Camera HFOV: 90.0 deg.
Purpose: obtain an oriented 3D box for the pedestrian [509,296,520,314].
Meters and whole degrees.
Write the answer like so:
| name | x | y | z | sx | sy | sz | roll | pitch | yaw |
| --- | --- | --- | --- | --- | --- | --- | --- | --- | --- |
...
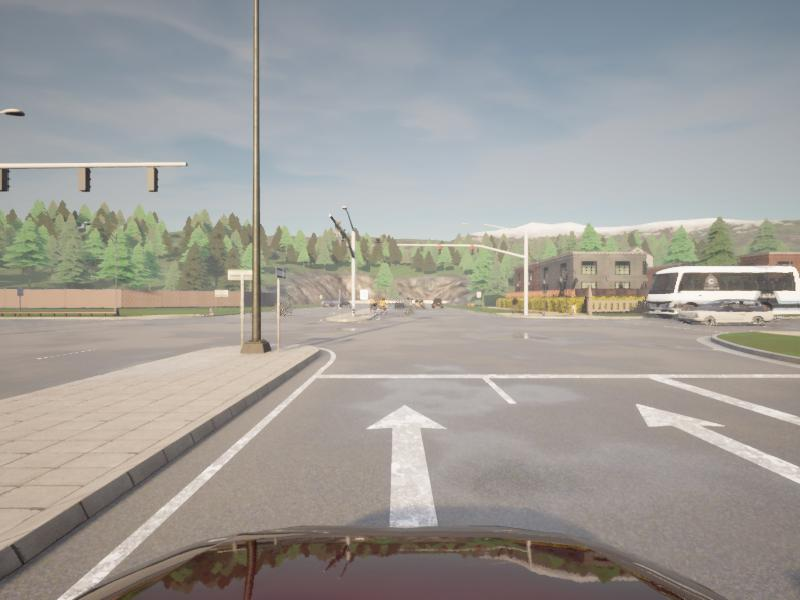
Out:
| name | x | y | z | sx | sy | sz | roll | pitch | yaw |
| --- | --- | --- | --- | --- | --- | --- | --- | --- | --- |
| pedestrian | 11.568 | 0.485 | 40.367 | 0.751 | 1.860 | 0.751 | 0 | 0 | -27 |

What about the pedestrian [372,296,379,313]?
| name | x | y | z | sx | sy | sz | roll | pitch | yaw |
| --- | --- | --- | --- | --- | --- | --- | --- | --- | --- |
| pedestrian | -2.777 | 0.485 | 45.047 | 0.751 | 1.860 | 0.751 | 0 | 0 | -9 |

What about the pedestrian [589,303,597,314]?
| name | x | y | z | sx | sy | sz | roll | pitch | yaw |
| --- | --- | --- | --- | --- | --- | --- | --- | --- | --- |
| pedestrian | 19.590 | 0.865 | 40.583 | 0.500 | 1.100 | 0.500 | 0 | 0 | -6 |

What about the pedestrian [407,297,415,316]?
| name | x | y | z | sx | sy | sz | roll | pitch | yaw |
| --- | --- | --- | --- | --- | --- | --- | --- | --- | --- |
| pedestrian | 1.090 | 0.652 | 39.696 | 0.751 | 1.860 | 0.751 | 0 | 0 | 0 |

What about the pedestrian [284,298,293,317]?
| name | x | y | z | sx | sy | sz | roll | pitch | yaw |
| --- | --- | --- | --- | --- | --- | --- | --- | --- | --- |
| pedestrian | -10.922 | 0.701 | 39.187 | 0.751 | 1.860 | 0.751 | 0 | 0 | -2 |

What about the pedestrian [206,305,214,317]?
| name | x | y | z | sx | sy | sz | roll | pitch | yaw |
| --- | --- | --- | --- | --- | --- | --- | --- | --- | --- |
| pedestrian | -17.286 | 1.024 | 36.472 | 0.500 | 1.100 | 0.500 | 0 | 0 | -5 |

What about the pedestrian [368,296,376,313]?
| name | x | y | z | sx | sy | sz | roll | pitch | yaw |
| --- | --- | --- | --- | --- | --- | --- | --- | --- | --- |
| pedestrian | -3.059 | 0.485 | 43.142 | 0.751 | 1.860 | 0.751 | 0 | 0 | -13 |

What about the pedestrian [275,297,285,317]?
| name | x | y | z | sx | sy | sz | roll | pitch | yaw |
| --- | --- | --- | --- | --- | --- | --- | --- | --- | --- |
| pedestrian | -11.101 | 0.637 | 37.050 | 0.751 | 1.860 | 0.751 | 0 | 0 | 1 |

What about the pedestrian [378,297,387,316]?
| name | x | y | z | sx | sy | sz | roll | pitch | yaw |
| --- | --- | --- | --- | --- | --- | --- | --- | --- | --- |
| pedestrian | -1.741 | 0.646 | 39.667 | 0.751 | 1.860 | 0.751 | 0 | 0 | 13 |

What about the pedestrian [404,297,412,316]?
| name | x | y | z | sx | sy | sz | roll | pitch | yaw |
| --- | --- | --- | --- | --- | --- | --- | --- | --- | --- |
| pedestrian | 0.780 | 0.637 | 38.957 | 0.751 | 1.860 | 0.751 | 0 | 0 | 3 |

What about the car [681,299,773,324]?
| name | x | y | z | sx | sy | sz | roll | pitch | yaw |
| --- | --- | --- | --- | --- | --- | --- | --- | --- | --- |
| car | 22.903 | 0.757 | 28.176 | 4.611 | 1.667 | 2.242 | 0 | 0 | -1 |

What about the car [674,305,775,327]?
| name | x | y | z | sx | sy | sz | roll | pitch | yaw |
| --- | --- | --- | --- | --- | --- | --- | --- | --- | --- |
| car | 19.874 | 0.944 | 24.639 | 4.718 | 1.301 | 1.895 | 0 | 0 | -1 |

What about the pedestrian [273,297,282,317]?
| name | x | y | z | sx | sy | sz | roll | pitch | yaw |
| --- | --- | --- | --- | --- | --- | --- | --- | --- | --- |
| pedestrian | -11.595 | 0.637 | 37.992 | 0.751 | 1.860 | 0.751 | 0 | 0 | -12 |

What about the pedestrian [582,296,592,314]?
| name | x | y | z | sx | sy | sz | roll | pitch | yaw |
| --- | --- | --- | --- | --- | --- | --- | --- | --- | --- |
| pedestrian | 19.566 | 0.485 | 41.905 | 0.751 | 1.860 | 0.751 | 0 | 0 | 3 |

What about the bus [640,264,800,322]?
| name | x | y | z | sx | sy | sz | roll | pitch | yaw |
| --- | --- | --- | --- | --- | --- | --- | --- | --- | --- |
| bus | 25.282 | -0.534 | 31.584 | 10.273 | 4.253 | 3.944 | 0 | 0 | -1 |

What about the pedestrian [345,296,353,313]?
| name | x | y | z | sx | sy | sz | roll | pitch | yaw |
| --- | --- | --- | --- | --- | --- | --- | --- | --- | --- |
| pedestrian | -5.715 | 0.485 | 45.024 | 0.751 | 1.860 | 0.751 | 0 | 0 | 7 |
